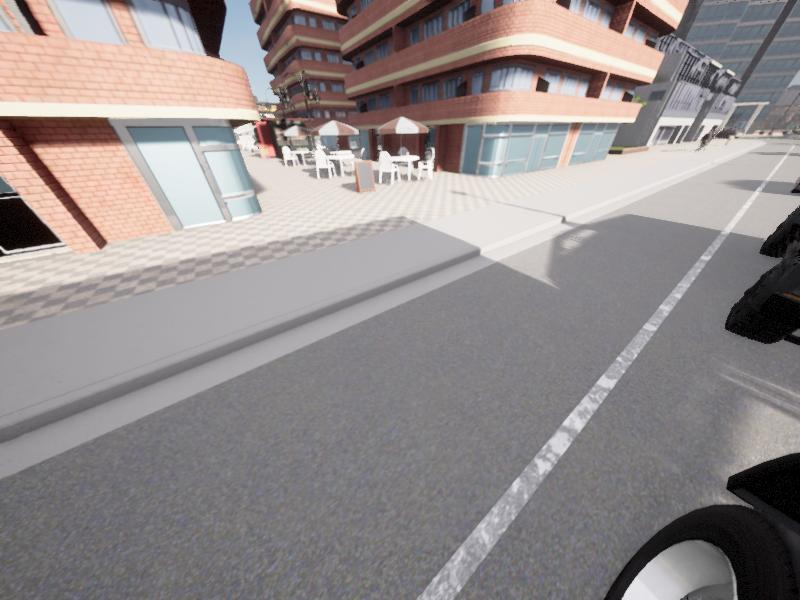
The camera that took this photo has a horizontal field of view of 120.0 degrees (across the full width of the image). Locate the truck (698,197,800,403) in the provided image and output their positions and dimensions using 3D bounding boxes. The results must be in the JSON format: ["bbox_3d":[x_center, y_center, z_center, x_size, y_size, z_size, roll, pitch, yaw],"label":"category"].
[{"bbox_3d":[6.896,-0.670,2.840,6.274,2.098,2.390,-23,40,-27],"label":"truck"}]

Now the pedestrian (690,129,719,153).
[{"bbox_3d":[29.634,-15.470,22.496,0.751,1.860,0.751,-14,38,-18],"label":"pedestrian"}]

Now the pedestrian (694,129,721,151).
[{"bbox_3d":[31.637,-16.470,23.817,0.751,1.860,0.751,-17,39,-20],"label":"pedestrian"}]

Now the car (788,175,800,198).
[{"bbox_3d":[17.315,-4.842,8.846,4.181,1.385,1.994,-23,41,-27],"label":"car"}]

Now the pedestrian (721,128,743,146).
[{"bbox_3d":[42.876,-21.071,29.862,0.751,1.860,0.751,-23,41,-27],"label":"pedestrian"}]

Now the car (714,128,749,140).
[{"bbox_3d":[69.883,-35.152,48.862,1.932,1.855,4.605,12,38,18],"label":"car"}]
